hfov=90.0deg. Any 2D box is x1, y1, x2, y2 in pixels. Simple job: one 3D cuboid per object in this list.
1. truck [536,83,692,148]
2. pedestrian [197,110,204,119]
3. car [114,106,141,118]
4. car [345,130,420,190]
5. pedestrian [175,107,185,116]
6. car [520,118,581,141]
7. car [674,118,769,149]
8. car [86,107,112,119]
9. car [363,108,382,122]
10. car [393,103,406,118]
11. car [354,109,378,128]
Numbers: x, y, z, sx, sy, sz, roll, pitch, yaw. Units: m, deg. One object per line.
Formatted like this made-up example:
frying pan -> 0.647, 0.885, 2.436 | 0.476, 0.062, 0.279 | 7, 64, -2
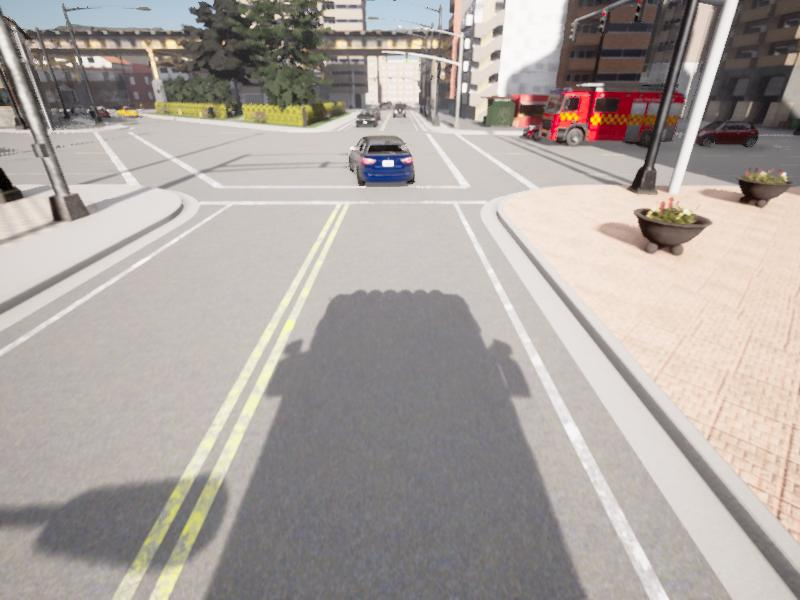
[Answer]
truck -> 14.358, -12.724, 27.594 | 8.468, 3.827, 2.891 | 0, 27, -1
pedestrian -> -26.560, -24.700, 53.330 | 0.500, 1.100, 0.500 | -22, 34, -36
car -> -41.565, -28.659, 60.917 | 5.366, 1.575, 1.801 | 24, 36, 38
car -> -0.863, -5.853, 16.312 | 2.242, 1.667, 4.611 | -5, 28, -11
pedestrian -> -33.614, -28.796, 61.114 | 0.751, 1.300, 0.751 | 13, 30, 24
car -> 11.644, -13.283, 31.195 | 3.806, 1.475, 1.970 | 0, 27, -1
car -> 22.496, -11.757, 28.147 | 4.553, 1.767, 2.097 | 1, 27, -1
car -> -44.407, -27.645, 59.048 | 3.806, 1.475, 1.970 | 24, 36, 39
car -> -3.565, -24.469, 52.838 | 2.163, 1.488, 4.792 | 0, 27, 0
car -> -0.075, -29.379, 62.004 | 1.905, 1.878, 3.866 | 0, 27, 0
car -> -3.561, -19.656, 43.282 | 2.152, 1.651, 5.027 | 0, 27, 0
